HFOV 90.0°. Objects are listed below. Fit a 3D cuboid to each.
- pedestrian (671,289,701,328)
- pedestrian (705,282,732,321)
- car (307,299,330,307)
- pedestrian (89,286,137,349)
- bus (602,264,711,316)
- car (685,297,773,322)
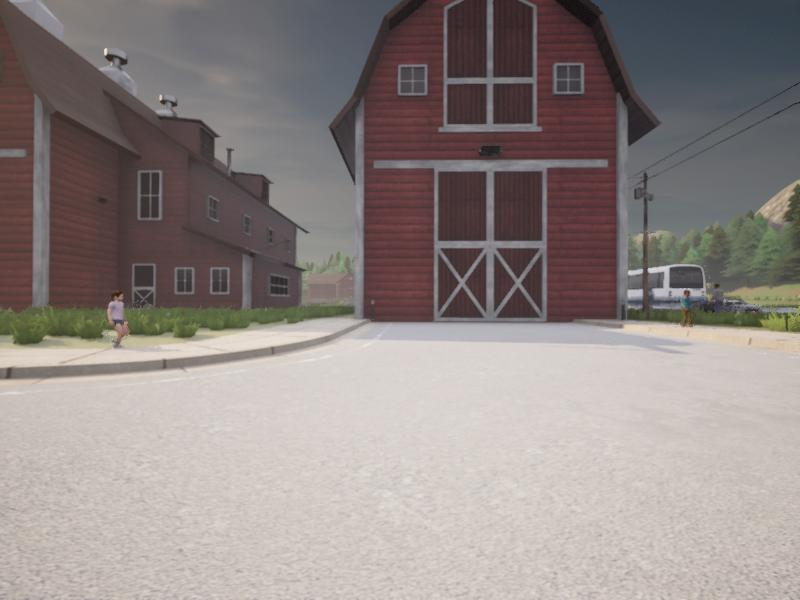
[{"bbox_3d":[8.307,0.250,11.634,0.500,1.100,0.500,0,0,-20],"label":"pedestrian"},{"bbox_3d":[15.697,0.086,19.736,0.751,1.860,0.751,0,0,-10],"label":"pedestrian"},{"bbox_3d":[-17.871,0.627,87.746,4.553,1.767,2.097,0,0,1],"label":"car"},{"bbox_3d":[-5.168,0.306,7.227,0.500,1.100,0.500,0,0,0],"label":"pedestrian"},{"bbox_3d":[23.547,-0.799,37.812,3.944,4.253,10.273,0,0,2],"label":"bus"},{"bbox_3d":[19.765,0.548,24.348,1.994,1.385,4.181,0,0,2],"label":"car"}]
